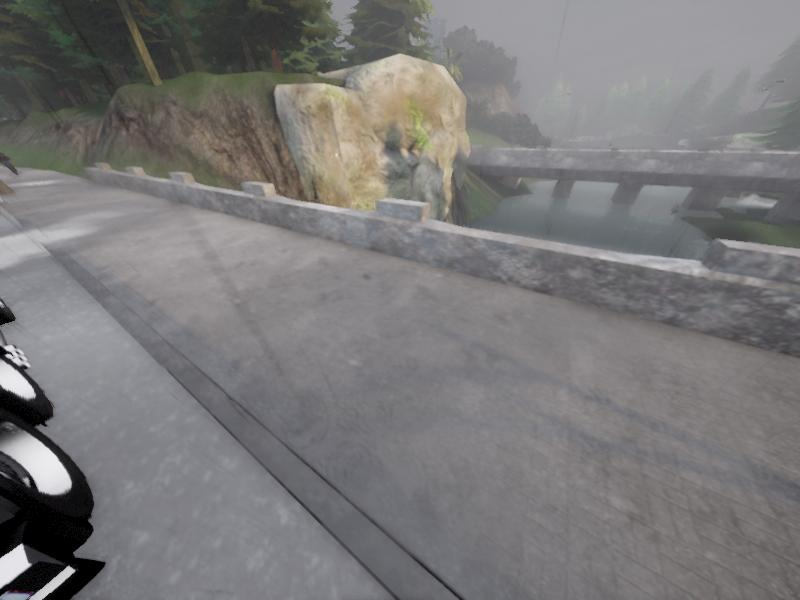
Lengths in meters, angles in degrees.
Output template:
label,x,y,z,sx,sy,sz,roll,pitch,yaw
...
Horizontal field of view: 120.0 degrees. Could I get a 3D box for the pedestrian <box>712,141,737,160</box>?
label,x,y,z,sx,sy,sz,roll,pitch,yaw
pedestrian,37.207,-17.172,26.521,0.751,1.860,0.751,19,39,25

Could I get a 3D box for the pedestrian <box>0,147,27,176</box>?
label,x,y,z,sx,sy,sz,roll,pitch,yaw
pedestrian,-30.046,-10.580,17.635,0.751,1.860,0.751,20,40,27

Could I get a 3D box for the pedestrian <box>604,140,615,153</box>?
label,x,y,z,sx,sy,sz,roll,pitch,yaw
pedestrian,36.841,-26.959,40.599,0.751,1.860,0.751,20,40,27

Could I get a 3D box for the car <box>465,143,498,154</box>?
label,x,y,z,sx,sy,sz,roll,pitch,yaw
car,15.071,-28.053,42.781,5.238,1.638,1.930,19,39,25

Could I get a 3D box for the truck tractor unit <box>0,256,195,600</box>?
label,x,y,z,sx,sy,sz,roll,pitch,yaw
truck tractor unit,-5.097,-0.314,0.802,6.516,4.208,3.053,19,39,25
